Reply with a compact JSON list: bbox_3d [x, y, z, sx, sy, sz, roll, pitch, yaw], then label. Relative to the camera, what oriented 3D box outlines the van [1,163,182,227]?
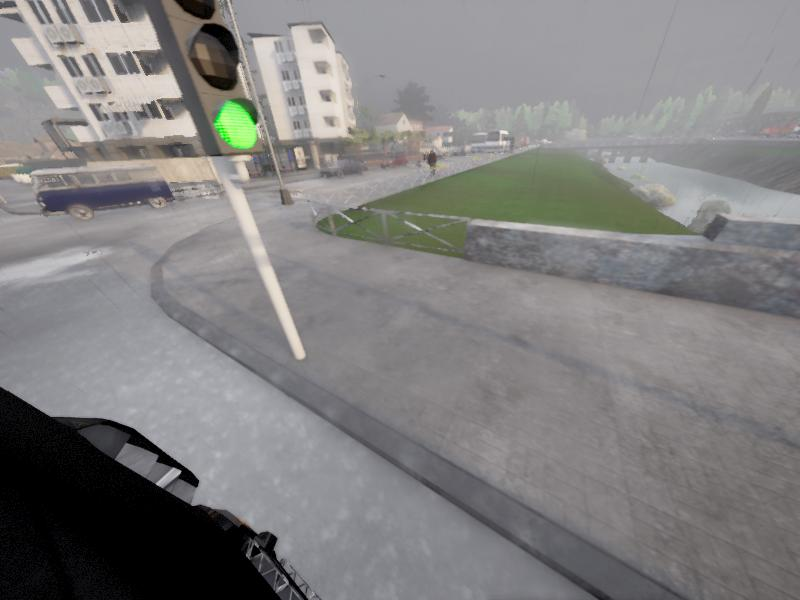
[{"bbox_3d":[-13.756,-5.129,10.871,1.775,1.987,4.442,26,43,35],"label":"van"}]

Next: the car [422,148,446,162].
[{"bbox_3d":[5.496,-23.109,36.867,1.930,1.638,5.238,16,38,26],"label":"car"}]

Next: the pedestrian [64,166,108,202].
[{"bbox_3d":[-18.950,-7.033,13.983,0.751,1.860,0.751,19,39,29],"label":"pedestrian"}]

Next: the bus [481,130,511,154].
[{"bbox_3d":[22.603,-36.892,54.019,3.944,4.253,10.273,16,38,26],"label":"bus"}]

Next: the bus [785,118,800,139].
[{"bbox_3d":[92.860,-38.047,50.651,3.944,4.253,10.273,16,38,26],"label":"bus"}]

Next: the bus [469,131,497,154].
[{"bbox_3d":[20.860,-39.317,57.794,3.944,4.253,10.273,16,38,26],"label":"bus"}]

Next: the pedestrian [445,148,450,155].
[{"bbox_3d":[10.918,-34.069,52.839,0.751,1.300,0.751,16,38,26],"label":"pedestrian"}]

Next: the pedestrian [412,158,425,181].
[{"bbox_3d":[1.319,-9.257,16.383,0.751,1.300,0.751,5,34,11],"label":"pedestrian"}]

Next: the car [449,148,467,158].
[{"bbox_3d":[11.403,-28.832,45.305,1.994,1.385,4.181,16,38,26],"label":"car"}]

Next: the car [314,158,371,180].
[{"bbox_3d":[-5.194,-12.426,21.775,2.033,1.411,5.357,16,38,26],"label":"car"}]

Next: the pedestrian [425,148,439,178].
[{"bbox_3d":[2.355,-10.035,16.970,0.751,1.860,0.751,15,38,25],"label":"pedestrian"}]

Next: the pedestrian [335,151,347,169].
[{"bbox_3d":[-7.241,-17.169,28.333,0.751,1.860,0.751,21,40,31],"label":"pedestrian"}]

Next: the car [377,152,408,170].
[{"bbox_3d":[-0.769,-16.897,27.996,1.851,1.617,3.988,16,38,26],"label":"car"}]
